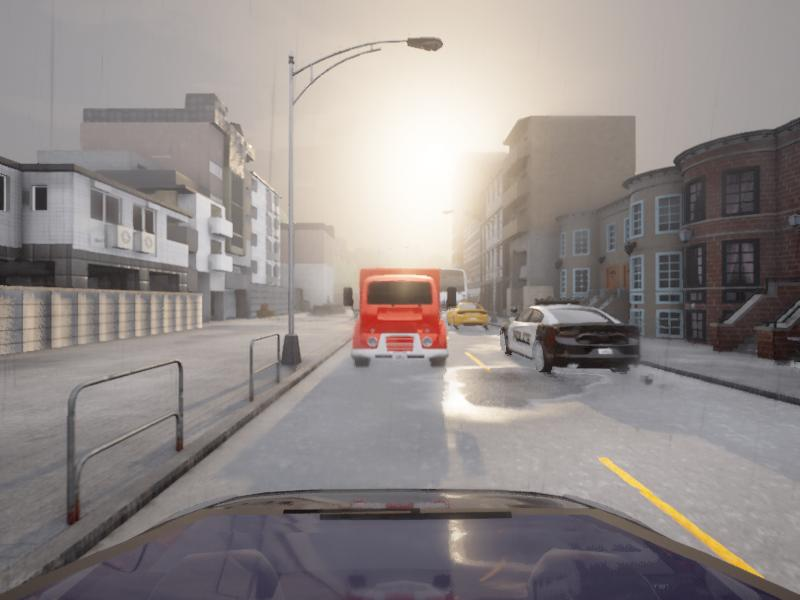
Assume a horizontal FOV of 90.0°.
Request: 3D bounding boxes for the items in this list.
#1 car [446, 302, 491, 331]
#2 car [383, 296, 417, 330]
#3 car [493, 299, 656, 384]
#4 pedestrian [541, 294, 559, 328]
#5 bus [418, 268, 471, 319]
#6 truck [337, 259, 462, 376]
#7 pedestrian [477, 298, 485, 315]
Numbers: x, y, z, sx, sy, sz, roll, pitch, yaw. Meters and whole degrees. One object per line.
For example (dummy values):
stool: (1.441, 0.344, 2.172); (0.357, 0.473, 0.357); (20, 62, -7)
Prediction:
car: (3.987, 0.897, 24.254); (1.882, 1.535, 5.008); (0, 0, 0)
car: (-0.013, 0.720, 24.161); (1.905, 1.878, 3.866); (0, 0, 0)
car: (3.993, 0.804, 10.361); (1.930, 1.638, 5.238); (0, 0, 0)
pedestrian: (8.361, 0.602, 22.325); (0.751, 1.860, 0.751); (0, 0, 0)
bus: (3.861, -0.426, 38.108); (3.944, 4.253, 10.273); (0, -1, 0)
truck: (-0.007, 0.402, 11.001); (2.627, 2.467, 5.204); (0, -1, 0)
pedestrian: (8.828, 0.665, 43.733); (0.751, 1.860, 0.751); (0, 0, -1)
